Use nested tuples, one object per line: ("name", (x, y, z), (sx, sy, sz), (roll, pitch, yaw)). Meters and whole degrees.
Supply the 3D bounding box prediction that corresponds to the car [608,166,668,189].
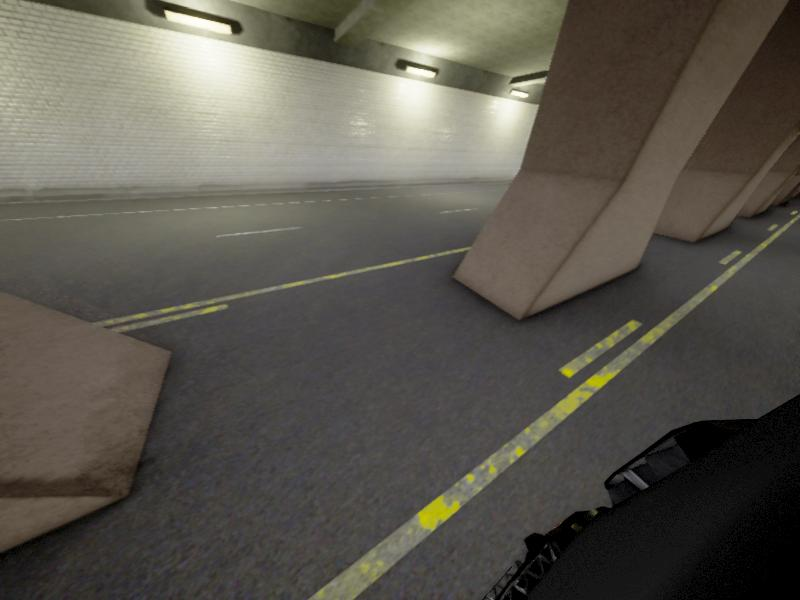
("car", (20.685, -10.667, 20.059), (4.892, 1.490, 1.837), (-16, 38, -26))
